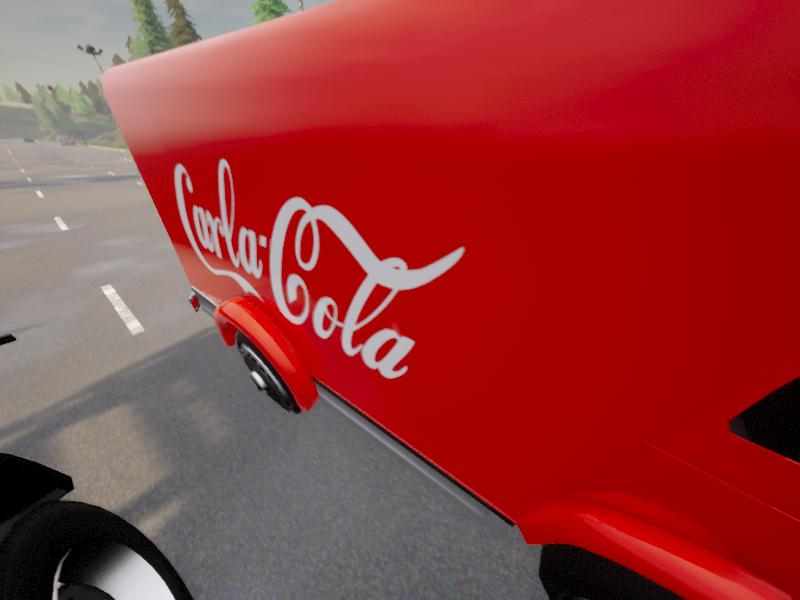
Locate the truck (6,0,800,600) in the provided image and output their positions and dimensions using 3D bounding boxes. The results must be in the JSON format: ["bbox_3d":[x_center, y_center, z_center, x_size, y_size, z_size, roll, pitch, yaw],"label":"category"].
[{"bbox_3d":[0.537,-0.123,1.830,5.204,2.467,2.627,25,42,26],"label":"truck"}]

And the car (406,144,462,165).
[{"bbox_3d":[3.357,-14.741,23.362,5.027,1.651,2.152,-10,37,-15],"label":"car"}]

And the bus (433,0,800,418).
[{"bbox_3d":[5.939,-1.152,1.873,10.273,4.253,3.944,22,41,28],"label":"bus"}]
